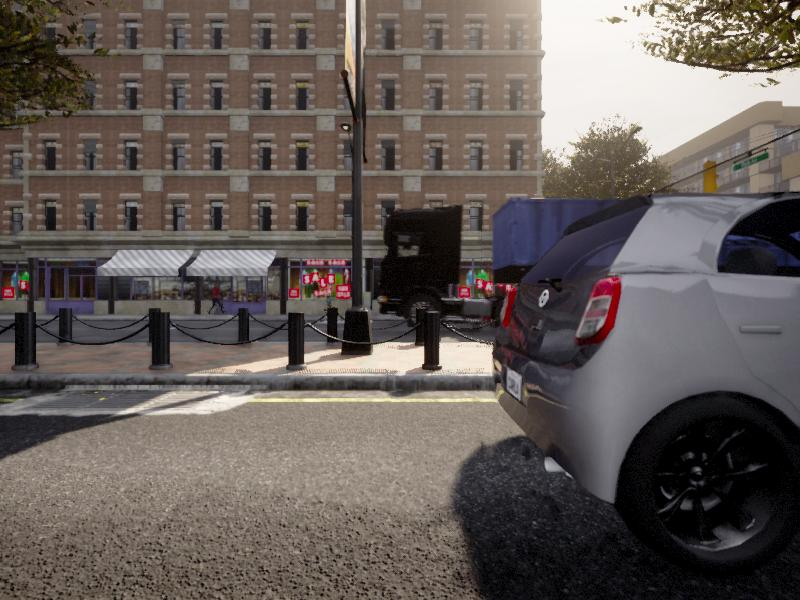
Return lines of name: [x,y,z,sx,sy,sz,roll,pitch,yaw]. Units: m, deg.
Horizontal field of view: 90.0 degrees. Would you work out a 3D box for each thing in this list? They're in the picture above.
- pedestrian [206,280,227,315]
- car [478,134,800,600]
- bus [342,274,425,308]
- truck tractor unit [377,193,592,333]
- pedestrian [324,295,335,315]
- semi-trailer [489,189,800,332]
pedestrian: [-9.917,-0.113,21.657,0.751,1.860,0.751,0,0,1]
car: [2.426,0.226,2.192,3.633,1.501,1.845,0,0,0]
bus: [-2.059,-1.133,51.914,10.273,4.253,3.944,0,0,0]
truck tractor unit: [2.564,-1.124,13.691,6.516,4.208,3.053,0,0,0]
pedestrian: [-3.872,0.266,21.970,0.500,1.100,0.500,0,0,-1]
semi-trailer: [10.480,-1.220,13.700,14.254,4.402,2.717,0,0,0]
